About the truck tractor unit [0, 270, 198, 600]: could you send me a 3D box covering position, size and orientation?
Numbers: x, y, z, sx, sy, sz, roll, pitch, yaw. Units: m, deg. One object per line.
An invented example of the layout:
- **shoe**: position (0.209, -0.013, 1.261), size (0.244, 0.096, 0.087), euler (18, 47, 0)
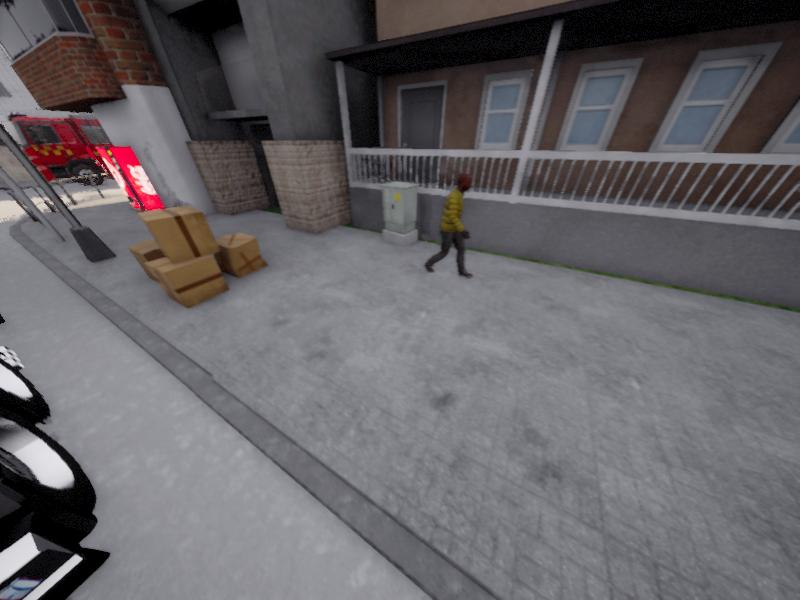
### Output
- **truck tractor unit**: position (-5.121, -0.290, 0.765), size (6.516, 4.208, 3.053), euler (18, 39, 24)

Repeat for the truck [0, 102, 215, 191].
- **truck**: position (-18.519, -10.194, 15.454), size (2.891, 3.827, 8.468), euler (18, 39, 24)

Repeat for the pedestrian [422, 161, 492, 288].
- **pedestrian**: position (0.919, -1.260, 3.949), size (0.751, 1.860, 0.751), euler (16, 38, 22)
